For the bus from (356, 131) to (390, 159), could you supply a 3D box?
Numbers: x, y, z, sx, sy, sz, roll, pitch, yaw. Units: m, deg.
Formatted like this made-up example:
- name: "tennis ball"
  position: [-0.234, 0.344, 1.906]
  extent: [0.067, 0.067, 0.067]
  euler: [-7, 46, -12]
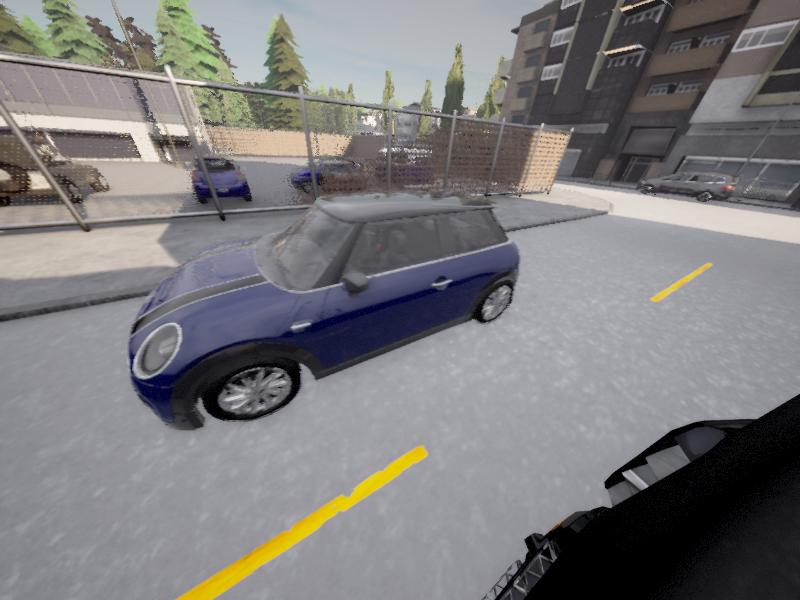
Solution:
- name: "bus"
  position: [-5.179, -32.168, 47.948]
  extent: [3.944, 4.253, 10.273]
  euler: [8, 35, 10]

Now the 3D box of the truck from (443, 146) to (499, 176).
- name: "truck"
  position: [7.628, -15.529, 25.636]
  extent: [2.627, 2.467, 5.204]
  euler: [-16, 38, -26]

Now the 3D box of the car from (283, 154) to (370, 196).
- name: "car"
  position: [-3.599, -6.362, 11.685]
  extent: [3.705, 1.547, 1.789]
  euler: [-16, 38, -26]

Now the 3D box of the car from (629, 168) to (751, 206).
- name: "car"
  position: [19.444, -7.881, 15.814]
  extent: [2.242, 1.667, 4.611]
  euler: [-16, 38, -26]

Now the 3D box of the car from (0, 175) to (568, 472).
- name: "car"
  position: [-0.502, -0.496, 3.030]
  extent: [4.553, 1.767, 2.097]
  euler: [-16, 38, -26]
